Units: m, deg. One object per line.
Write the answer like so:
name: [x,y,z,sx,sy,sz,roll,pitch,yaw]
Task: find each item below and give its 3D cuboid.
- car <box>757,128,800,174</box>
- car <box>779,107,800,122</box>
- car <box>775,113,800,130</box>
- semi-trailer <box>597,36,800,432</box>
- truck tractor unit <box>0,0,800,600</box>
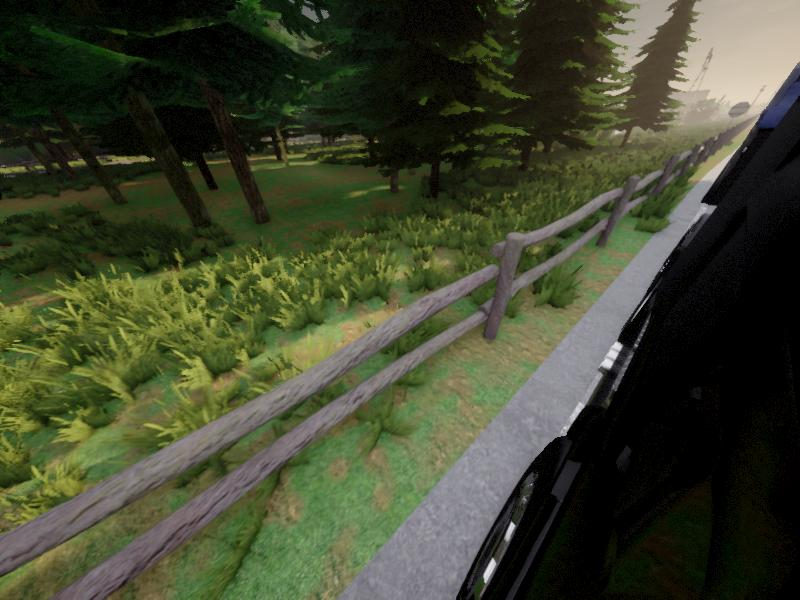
car: [17.675,-6.479,9.941,4.181,1.385,1.994,-27,43,-28]
car: [74.361,-35.045,43.578,5.566,2.045,2.150,-27,43,-28]
car: [48.006,-21.706,28.043,4.902,1.511,2.128,-27,43,-28]
semi-trailer: [8.733,-3.594,4.173,14.254,4.402,2.717,-28,44,-29]
truck tractor unit: [2.645,-0.295,0.351,6.516,4.208,3.053,-28,44,-30]
